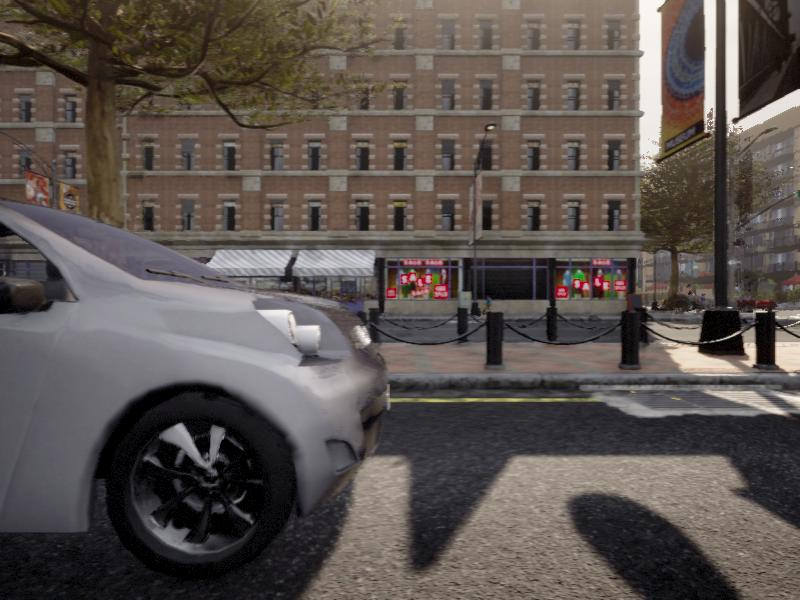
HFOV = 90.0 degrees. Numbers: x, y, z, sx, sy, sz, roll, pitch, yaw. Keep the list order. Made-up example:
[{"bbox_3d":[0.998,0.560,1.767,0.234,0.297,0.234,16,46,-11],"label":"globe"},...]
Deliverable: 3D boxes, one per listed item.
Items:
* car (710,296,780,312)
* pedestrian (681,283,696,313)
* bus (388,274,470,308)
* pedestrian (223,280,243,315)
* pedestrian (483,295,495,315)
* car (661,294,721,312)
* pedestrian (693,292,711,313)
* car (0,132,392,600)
[{"bbox_3d":[29.410,0.332,34.313,1.895,1.301,4.718,0,0,0],"label":"car"},{"bbox_3d":[18.464,-0.122,25.619,0.751,1.860,0.751,0,0,39],"label":"pedestrian"},{"bbox_3d":[3.650,-1.135,51.915,10.273,4.253,3.944,0,0,0],"label":"bus"},{"bbox_3d":[-9.048,-0.111,21.724,0.751,1.860,0.751,0,0,1],"label":"pedestrian"},{"bbox_3d":[4.898,0.263,22.021,0.500,1.100,0.500,0,0,-2],"label":"pedestrian"},{"bbox_3d":[25.900,0.234,35.864,1.837,1.490,4.892,0,0,0],"label":"car"},{"bbox_3d":[18.793,0.158,24.905,0.751,1.300,0.751,0,0,-38],"label":"pedestrian"},{"bbox_3d":[-1.877,0.229,2.163,3.633,1.501,1.845,0,0,0],"label":"car"}]
